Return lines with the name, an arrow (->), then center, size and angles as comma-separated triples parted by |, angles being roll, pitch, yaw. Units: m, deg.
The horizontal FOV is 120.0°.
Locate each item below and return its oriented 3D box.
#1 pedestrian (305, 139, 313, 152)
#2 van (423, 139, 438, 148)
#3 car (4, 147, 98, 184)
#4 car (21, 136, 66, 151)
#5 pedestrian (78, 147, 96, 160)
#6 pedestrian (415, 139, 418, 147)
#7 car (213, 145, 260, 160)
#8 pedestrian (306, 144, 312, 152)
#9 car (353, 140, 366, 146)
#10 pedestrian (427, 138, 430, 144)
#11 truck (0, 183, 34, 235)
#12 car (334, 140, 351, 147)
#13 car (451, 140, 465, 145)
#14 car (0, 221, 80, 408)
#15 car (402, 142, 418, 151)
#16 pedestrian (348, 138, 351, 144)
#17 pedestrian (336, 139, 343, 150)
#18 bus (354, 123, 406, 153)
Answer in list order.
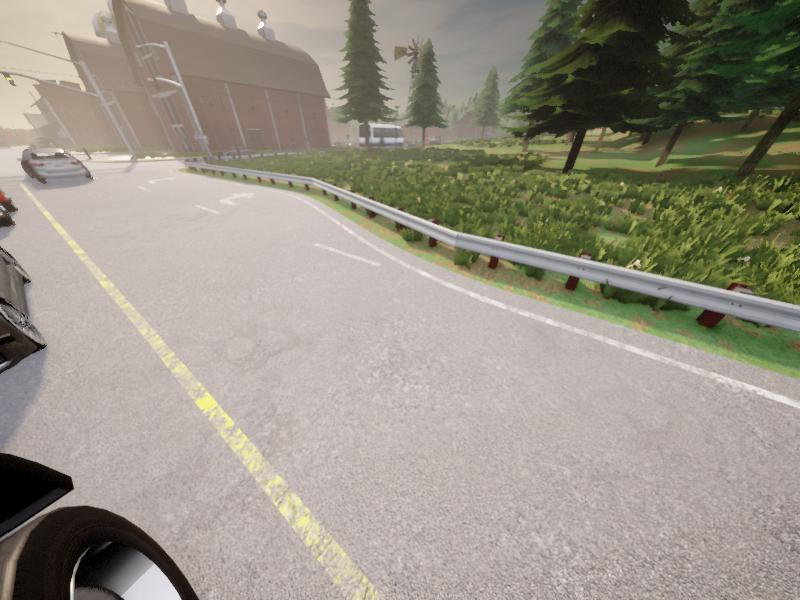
pedestrian -> -15.719, -26.804, 40.039 | 0.751, 1.860, 0.751 | -28, 44, -34
van -> 8.205, -42.438, 62.551 | 2.069, 2.038, 4.480 | 22, 42, 28
car -> -21.778, -8.511, 14.438 | 4.611, 1.667, 2.242 | 20, 40, 25
car -> -65.217, -28.665, 42.327 | 3.866, 1.878, 1.905 | -6, 41, -6
pedestrian -> -33.734, -15.802, 24.903 | 0.500, 1.100, 0.500 | 1, 35, 1
pedestrian -> 4.659, -44.240, 65.204 | 0.751, 1.860, 0.751 | -7, 36, -10
car -> -20.541, -18.642, 29.144 | 1.994, 1.385, 4.181 | 22, 41, 28
pedestrian -> -15.580, -26.011, 39.574 | 0.500, 1.100, 0.500 | 6, 36, 8
car -> -13.427, -52.035, 76.544 | 1.816, 1.474, 4.193 | 22, 40, 28
pedestrian -> 10.840, -60.126, 87.568 | 0.751, 1.860, 0.751 | -22, 41, -28
truck -> -13.637, -3.288, 6.364 | 5.204, 2.467, 2.627 | 21, 40, 27
car -> -17.710, -48.120, 70.927 | 4.902, 1.511, 2.128 | 21, 40, 27
car -> 22.839, -61.986, 90.872 | 5.008, 1.535, 1.882 | 22, 41, 28
car -> -6.373, -0.087, 2.718 | 4.902, 1.511, 2.128 | 22, 41, 28
car -> 2.148, -33.766, 50.641 | 1.845, 1.501, 3.633 | 22, 41, 28
pedestrian -> -18.234, -57.286, 83.342 | 0.751, 1.860, 0.751 | -24, 42, -30
pedestrian -> -11.749, -30.148, 44.817 | 0.751, 1.860, 0.751 | 24, 42, 30
bus -> -3.308, -30.528, 43.640 | 3.944, 4.253, 10.273 | 22, 41, 28
